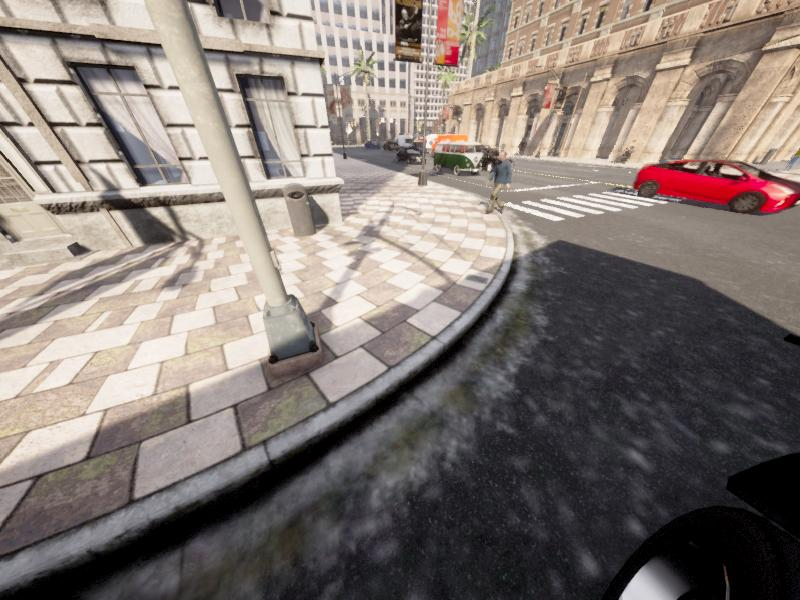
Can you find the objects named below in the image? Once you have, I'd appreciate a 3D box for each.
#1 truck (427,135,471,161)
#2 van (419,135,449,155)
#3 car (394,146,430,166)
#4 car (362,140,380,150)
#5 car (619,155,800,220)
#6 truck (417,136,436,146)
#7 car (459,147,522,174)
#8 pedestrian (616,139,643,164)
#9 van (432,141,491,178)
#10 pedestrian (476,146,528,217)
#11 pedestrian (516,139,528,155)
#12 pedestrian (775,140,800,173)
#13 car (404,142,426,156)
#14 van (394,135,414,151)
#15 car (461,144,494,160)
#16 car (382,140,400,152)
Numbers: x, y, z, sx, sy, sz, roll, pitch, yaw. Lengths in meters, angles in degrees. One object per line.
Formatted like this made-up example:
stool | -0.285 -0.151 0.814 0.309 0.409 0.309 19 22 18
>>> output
truck | 5.866 -18.924 28.585 2.627 2.467 5.204 -13 37 -18
van | 5.286 -25.132 37.335 1.988 2.561 5.915 -13 37 -18
car | 1.036 -14.649 23.441 1.812 1.442 4.674 -13 37 -18
car | -6.662 -35.975 53.453 2.097 1.767 4.553 -21 40 -27
car | 12.153 -4.626 9.072 2.007 1.525 4.514 -14 37 -19
truck | 8.303 -49.523 71.986 5.204 2.467 2.627 -13 37 -18
car | 7.131 -11.493 18.874 1.837 1.490 4.892 -14 38 -18
pedestrian | 20.598 -13.325 20.764 0.751 1.860 0.751 -8 36 -11
van | 4.257 -10.413 16.937 1.775 1.987 4.442 -14 37 -18
pedestrian | 3.086 -3.658 7.163 0.751 1.860 0.751 -13 37 -18
pedestrian | 16.557 -20.795 31.391 0.751 1.860 0.751 -4 35 -6
pedestrian | 27.084 -9.781 15.692 0.751 1.860 0.751 -14 37 -18
car | 2.297 -23.621 36.022 1.851 1.617 3.988 -13 37 -18
van | 0.727 -31.846 46.893 1.988 2.561 5.915 -12 37 -16
car | 9.632 -18.583 28.891 1.845 1.501 3.633 -13 37 -18
car | -1.783 -29.498 44.158 1.932 1.855 4.605 -13 38 -18
